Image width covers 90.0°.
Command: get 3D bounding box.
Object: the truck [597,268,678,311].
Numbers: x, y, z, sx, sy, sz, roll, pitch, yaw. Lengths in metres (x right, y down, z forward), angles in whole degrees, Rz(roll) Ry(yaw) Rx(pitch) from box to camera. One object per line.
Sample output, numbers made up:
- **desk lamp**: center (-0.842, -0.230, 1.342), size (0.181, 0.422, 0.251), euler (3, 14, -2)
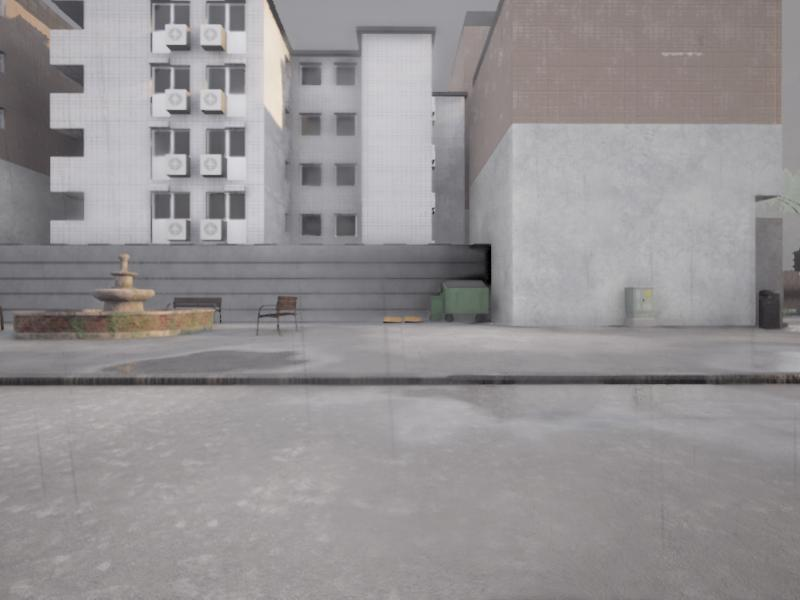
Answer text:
- **truck**: center (22.881, -0.934, 39.320), size (2.891, 3.827, 8.468), euler (0, 0, -1)
